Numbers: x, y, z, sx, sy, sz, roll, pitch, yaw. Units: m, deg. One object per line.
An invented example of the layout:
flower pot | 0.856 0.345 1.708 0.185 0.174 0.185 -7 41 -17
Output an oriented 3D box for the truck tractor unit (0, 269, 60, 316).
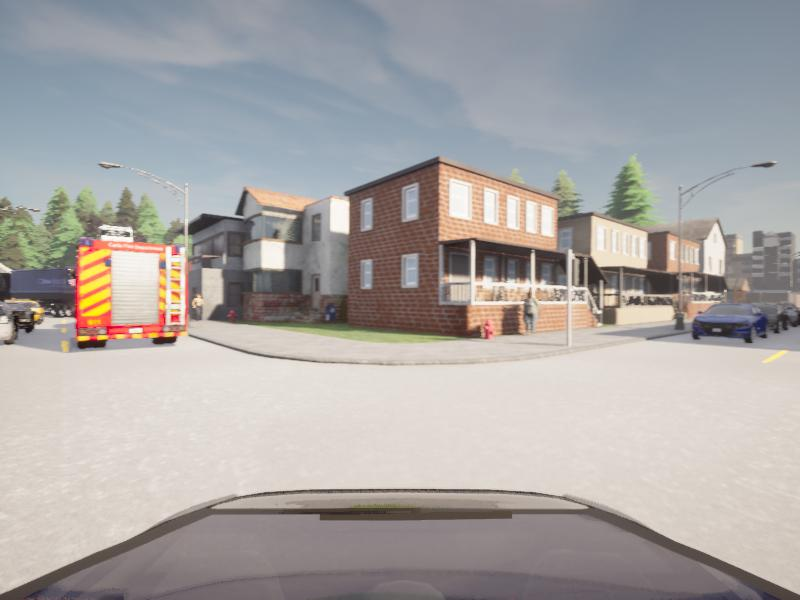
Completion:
truck tractor unit | -36.522 -0.685 37.408 6.516 4.208 3.053 0 -1 -9

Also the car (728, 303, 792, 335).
car | 19.042 0.916 21.085 4.892 1.490 1.837 0 0 -40

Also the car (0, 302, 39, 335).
car | -19.029 0.811 19.460 2.033 1.411 5.357 0 0 -41

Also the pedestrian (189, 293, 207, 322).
pedestrian | -13.119 0.471 25.989 0.751 1.860 0.751 0 0 38

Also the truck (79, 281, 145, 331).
truck | -16.257 0.284 22.458 2.627 2.467 5.204 0 0 -40

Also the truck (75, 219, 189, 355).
truck | -10.673 -0.369 15.428 2.891 3.827 8.468 0 0 -39

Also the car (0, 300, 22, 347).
car | -14.615 0.763 14.056 1.845 1.501 3.633 0 0 -42

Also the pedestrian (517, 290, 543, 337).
pedestrian | 5.383 0.541 16.559 0.751 1.860 0.751 0 0 43

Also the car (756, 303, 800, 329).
car | 24.297 0.946 25.502 4.193 1.474 1.816 0 0 -40

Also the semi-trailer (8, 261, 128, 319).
semi-trailer | -29.299 -0.754 34.930 14.254 4.402 2.717 0 0 27

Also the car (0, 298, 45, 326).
car | -23.670 0.697 25.169 1.801 1.575 5.366 0 0 -39

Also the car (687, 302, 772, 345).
car | 13.914 0.875 16.769 5.008 1.535 1.882 0 0 -40
